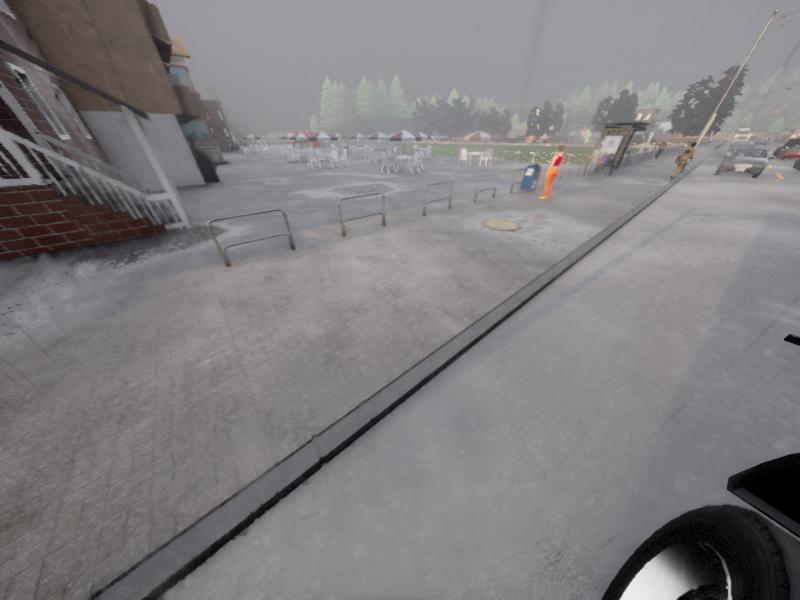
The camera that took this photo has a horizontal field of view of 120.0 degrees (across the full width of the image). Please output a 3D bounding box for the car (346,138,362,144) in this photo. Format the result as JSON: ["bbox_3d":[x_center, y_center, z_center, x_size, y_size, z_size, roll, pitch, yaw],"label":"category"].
[{"bbox_3d":[-16.091,-55.589,80.837,4.974,1.542,2.038,-26,43,-32],"label":"car"}]

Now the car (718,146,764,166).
[{"bbox_3d":[31.594,-13.408,21.471,4.718,1.301,1.895,-26,43,-32],"label":"car"}]

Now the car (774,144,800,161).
[{"bbox_3d":[42.796,-15.889,24.842,4.181,1.385,1.994,-28,44,-33],"label":"car"}]

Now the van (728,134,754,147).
[{"bbox_3d":[77.722,-36.501,52.762,6.366,2.431,2.351,-26,43,-32],"label":"van"}]

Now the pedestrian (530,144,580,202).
[{"bbox_3d":[5.879,-4.885,8.898,0.751,1.860,0.751,-7,36,-10],"label":"pedestrian"}]

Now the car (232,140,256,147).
[{"bbox_3d":[-42.442,-42.605,62.795,4.792,1.488,2.163,-26,43,-32],"label":"car"}]

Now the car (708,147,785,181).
[{"bbox_3d":[22.737,-9.125,15.300,4.902,1.511,2.128,-26,43,-31],"label":"car"}]

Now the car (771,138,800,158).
[{"bbox_3d":[48.246,-18.789,28.445,3.866,1.878,1.905,-26,43,-32],"label":"car"}]

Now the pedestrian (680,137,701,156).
[{"bbox_3d":[35.872,-18.952,28.543,0.751,1.860,0.751,-17,39,-22],"label":"pedestrian"}]

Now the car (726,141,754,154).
[{"bbox_3d":[51.597,-23.299,35.118,4.892,1.490,1.837,-26,43,-31],"label":"car"}]

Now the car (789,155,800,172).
[{"bbox_3d":[31.656,-10.435,17.222,4.181,1.385,1.994,-26,43,-32],"label":"car"}]

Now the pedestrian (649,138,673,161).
[{"bbox_3d":[25.752,-14.857,22.832,0.751,1.860,0.751,-26,43,-31],"label":"pedestrian"}]

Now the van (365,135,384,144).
[{"bbox_3d":[-9.308,-59.263,85.244,6.366,2.431,2.351,-26,43,-32],"label":"van"}]

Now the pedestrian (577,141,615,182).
[{"bbox_3d":[10.722,-7.605,12.702,0.751,1.860,0.751,-20,40,-25],"label":"pedestrian"}]

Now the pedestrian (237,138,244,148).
[{"bbox_3d":[-37.525,-37.004,54.374,0.751,1.860,0.751,-18,39,-23],"label":"pedestrian"}]

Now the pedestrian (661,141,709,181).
[{"bbox_3d":[15.860,-7.774,12.914,0.751,1.860,0.751,-13,37,-18],"label":"pedestrian"}]

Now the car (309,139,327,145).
[{"bbox_3d":[-26.209,-50.621,73.896,4.974,1.542,2.038,-26,43,-32],"label":"car"}]

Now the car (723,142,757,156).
[{"bbox_3d":[45.390,-20.229,30.917,5.357,1.411,2.033,-26,43,-32],"label":"car"}]

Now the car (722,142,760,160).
[{"bbox_3d":[38.768,-17.008,26.331,4.892,1.490,1.837,-26,43,-32],"label":"car"}]
